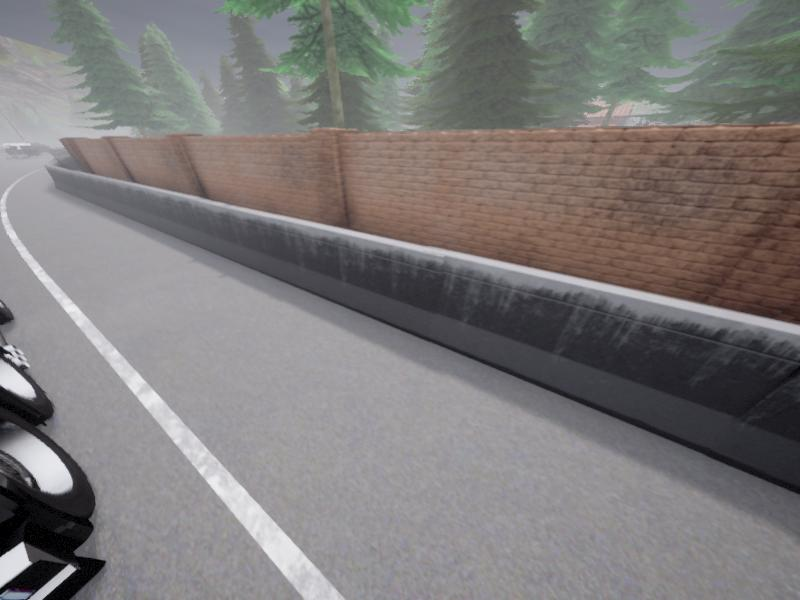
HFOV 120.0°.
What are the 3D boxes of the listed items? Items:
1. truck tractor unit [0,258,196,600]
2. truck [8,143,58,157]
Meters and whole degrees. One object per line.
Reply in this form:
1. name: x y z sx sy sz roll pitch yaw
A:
1. truck tractor unit: -5.100 -0.311 0.799 6.516 4.208 3.053 19 39 25
2. truck: -71.270 -29.423 45.083 2.390 2.098 6.274 -16 38 -22
